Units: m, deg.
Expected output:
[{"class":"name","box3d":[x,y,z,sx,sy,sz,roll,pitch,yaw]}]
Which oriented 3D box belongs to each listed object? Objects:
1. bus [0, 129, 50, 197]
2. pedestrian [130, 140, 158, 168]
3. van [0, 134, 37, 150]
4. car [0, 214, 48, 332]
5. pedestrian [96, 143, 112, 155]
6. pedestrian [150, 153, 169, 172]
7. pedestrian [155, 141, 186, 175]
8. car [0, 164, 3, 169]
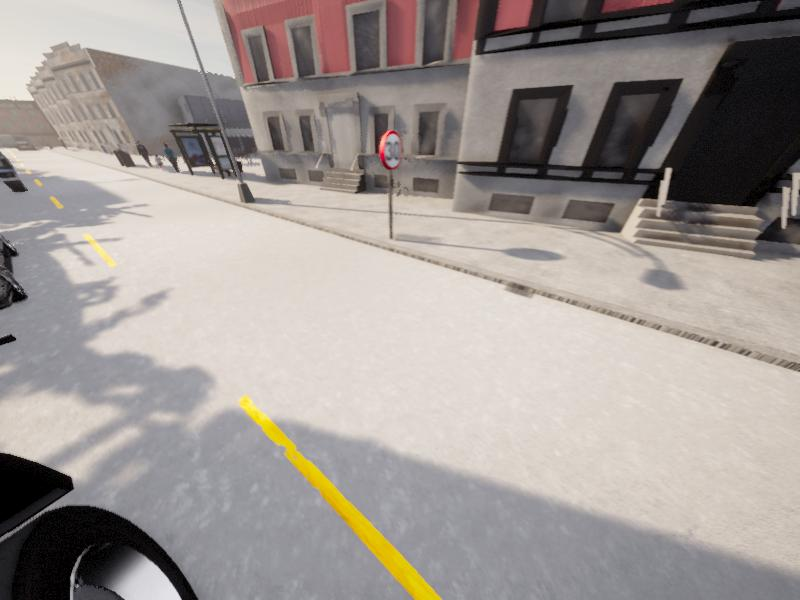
[{"class":"bus","box3d":[-21.700,-7.520,10.708,10.273,4.253,3.944,21,40,28]},{"class":"pedestrian","box3d":[-20.520,-11.728,18.525,0.751,1.860,0.751,28,44,34]},{"class":"van","box3d":[-76.631,-31.311,45.781,5.915,2.561,1.988,7,36,10]},{"class":"car","box3d":[-8.141,-0.743,3.682,5.357,1.411,2.033,22,41,28]},{"class":"pedestrian","box3d":[-38.731,-19.736,30.207,0.751,1.300,0.751,25,42,31]},{"class":"pedestrian","box3d":[-17.238,-9.870,16.577,0.500,1.100,0.500,-29,44,-35]},{"class":"pedestrian","box3d":[-15.093,-9.405,15.277,0.751,1.860,0.751,-23,41,-29]},{"class":"car","box3d":[-33.697,-11.363,18.089,3.866,1.878,1.905,22,41,28]}]
